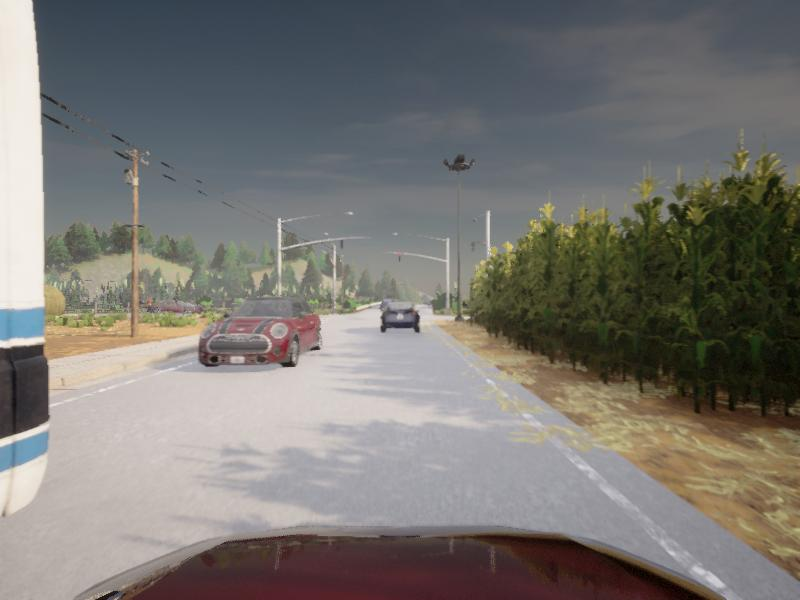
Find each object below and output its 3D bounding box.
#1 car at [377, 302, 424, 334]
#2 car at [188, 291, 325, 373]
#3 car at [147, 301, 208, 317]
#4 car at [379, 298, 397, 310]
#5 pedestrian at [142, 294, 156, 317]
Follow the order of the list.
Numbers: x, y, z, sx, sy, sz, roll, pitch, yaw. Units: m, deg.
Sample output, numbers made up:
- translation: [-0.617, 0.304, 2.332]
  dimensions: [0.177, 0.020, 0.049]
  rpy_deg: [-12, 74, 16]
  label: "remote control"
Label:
- translation: [0.024, 0.848, 20.904]
  dimensions: [2.163, 1.488, 4.792]
  rpy_deg: [0, 0, 0]
  label: "car"
- translation: [-3.494, 0.694, 10.839]
  dimensions: [2.097, 1.767, 4.553]
  rpy_deg: [0, 0, 0]
  label: "car"
- translation: [-21.487, 0.810, 38.768]
  dimensions: [4.792, 1.488, 2.163]
  rpy_deg: [0, 0, 3]
  label: "car"
- translation: [-1.631, 0.469, 56.065]
  dimensions: [1.812, 1.442, 4.674]
  rpy_deg: [0, 3, 6]
  label: "car"
- translation: [-21.079, 0.445, 33.597]
  dimensions: [0.751, 1.860, 0.751]
  rpy_deg: [0, 0, 10]
  label: "pedestrian"
